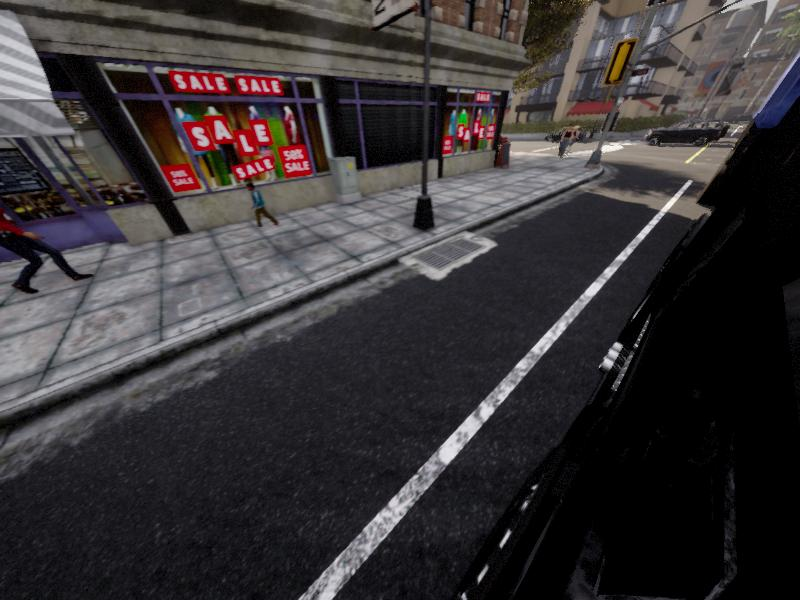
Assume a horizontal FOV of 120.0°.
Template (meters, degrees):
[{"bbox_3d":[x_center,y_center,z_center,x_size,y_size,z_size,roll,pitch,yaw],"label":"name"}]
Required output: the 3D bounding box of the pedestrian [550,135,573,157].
[{"bbox_3d":[11.703,-11.155,16.744,0.751,1.300,0.751,-23,41,-25],"label":"pedestrian"}]

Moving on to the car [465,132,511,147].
[{"bbox_3d":[10.492,-19.382,27.916,1.895,1.301,4.718,-28,44,-30],"label":"car"}]

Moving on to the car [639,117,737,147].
[{"bbox_3d":[23.726,-13.964,19.277,1.932,1.855,4.605,-28,44,-30],"label":"car"}]

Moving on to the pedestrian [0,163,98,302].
[{"bbox_3d":[-6.040,-1.038,3.605,0.751,1.860,0.751,-31,45,-32],"label":"pedestrian"}]

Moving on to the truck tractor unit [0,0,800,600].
[{"bbox_3d":[2.645,-0.295,0.351,6.516,4.208,3.053,-28,44,-30],"label":"truck tractor unit"}]

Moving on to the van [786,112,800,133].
[{"bbox_3d":[46.700,-20.404,25.950,6.366,2.431,2.351,-28,44,-30],"label":"van"}]

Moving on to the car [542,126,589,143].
[{"bbox_3d":[19.693,-19.733,27.628,1.970,1.475,3.806,-28,44,-30],"label":"car"}]

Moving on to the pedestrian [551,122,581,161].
[{"bbox_3d":[10.154,-9.685,14.148,0.751,1.860,0.751,-31,45,-32],"label":"pedestrian"}]

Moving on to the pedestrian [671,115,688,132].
[{"bbox_3d":[38.773,-24.447,32.082,0.751,1.860,0.751,-29,44,-30],"label":"pedestrian"}]

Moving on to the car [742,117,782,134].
[{"bbox_3d":[44.116,-21.329,28.228,5.357,1.411,2.033,-28,44,-30],"label":"car"}]

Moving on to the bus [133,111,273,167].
[{"bbox_3d":[-20.586,-17.723,25.265,10.273,4.253,3.944,-28,44,-30],"label":"bus"}]

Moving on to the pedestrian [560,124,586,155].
[{"bbox_3d":[12.886,-11.950,17.264,0.751,1.860,0.751,-26,43,-28],"label":"pedestrian"}]

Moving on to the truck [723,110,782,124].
[{"bbox_3d":[75.099,-39.066,49.409,2.390,2.098,6.274,-17,39,-18],"label":"truck"}]

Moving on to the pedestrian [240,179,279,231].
[{"bbox_3d":[-3.608,-2.469,6.001,0.500,1.100,0.500,-18,39,-19],"label":"pedestrian"}]

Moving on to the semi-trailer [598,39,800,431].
[{"bbox_3d":[8.687,-3.611,4.242,14.254,4.402,2.717,-28,44,-30],"label":"semi-trailer"}]
